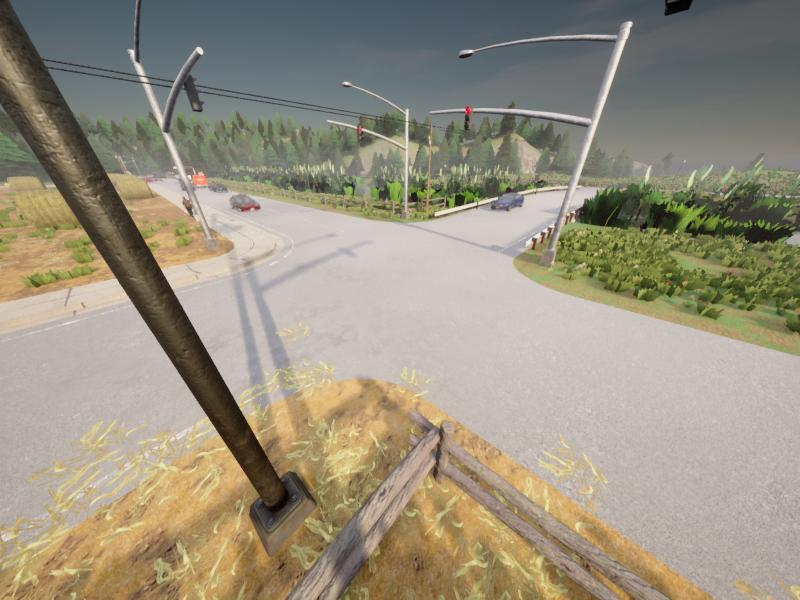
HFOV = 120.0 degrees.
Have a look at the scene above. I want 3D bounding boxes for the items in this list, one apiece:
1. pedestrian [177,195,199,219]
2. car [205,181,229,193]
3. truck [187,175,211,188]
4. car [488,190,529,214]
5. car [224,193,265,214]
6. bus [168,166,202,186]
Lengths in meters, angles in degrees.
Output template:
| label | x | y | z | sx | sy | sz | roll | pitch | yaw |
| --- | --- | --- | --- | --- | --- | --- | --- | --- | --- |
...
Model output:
| label | x | y | z | sx | sy | sz | roll | pitch | yaw |
| --- | --- | --- | --- | --- | --- | --- | --- | --- | --- |
| pedestrian | -18.497 | -8.126 | 20.171 | 0.751 | 1.860 | 0.751 | -17 | 34 | -27 |
| car | -34.492 | -21.276 | 43.539 | 5.027 | 1.651 | 2.152 | 25 | 38 | 36 |
| truck | -45.709 | -26.925 | 52.473 | 5.204 | 2.467 | 2.627 | 25 | 38 | 36 |
| car | 11.213 | -10.164 | 23.755 | 4.674 | 1.442 | 1.812 | -28 | 40 | -35 |
| car | -17.039 | -10.601 | 25.189 | 4.792 | 1.488 | 2.163 | 25 | 38 | 36 |
| bus | -56.648 | -32.764 | 60.798 | 10.273 | 4.253 | 3.944 | 25 | 38 | 36 |
